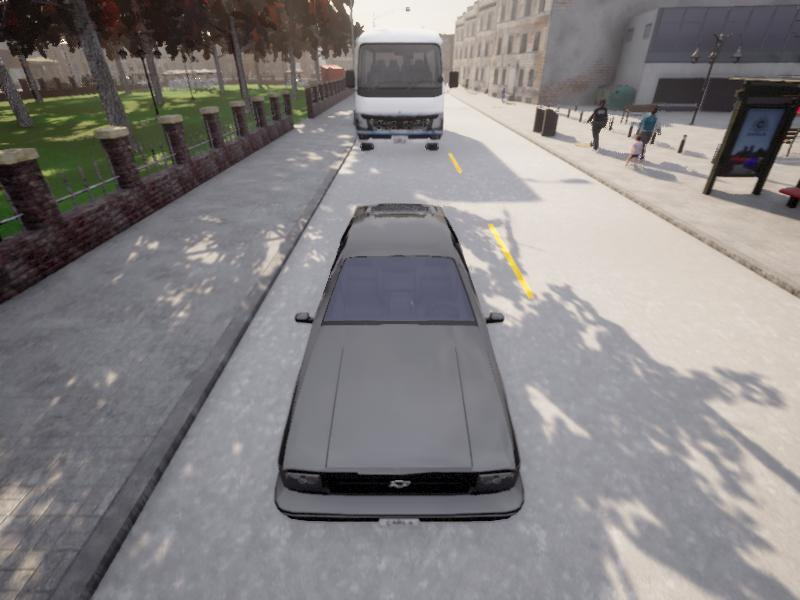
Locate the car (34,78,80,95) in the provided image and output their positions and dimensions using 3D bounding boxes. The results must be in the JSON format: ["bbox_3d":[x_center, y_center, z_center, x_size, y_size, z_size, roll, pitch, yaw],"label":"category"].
[{"bbox_3d":[-45.313,-28.390,53.053,1.932,1.855,4.605,0,30,0],"label":"car"}]

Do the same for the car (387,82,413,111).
[{"bbox_3d":[-0.020,-16.261,31.901,1.905,1.878,3.866,0,30,0],"label":"car"}]

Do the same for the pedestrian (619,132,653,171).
[{"bbox_3d":[7.487,-4.721,12.717,0.500,1.100,0.500,0,30,0],"label":"pedestrian"}]

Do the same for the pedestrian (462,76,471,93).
[{"bbox_3d":[8.202,-26.534,49.227,0.751,1.860,0.751,-8,31,-14],"label":"pedestrian"}]

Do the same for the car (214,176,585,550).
[{"bbox_3d":[-0.005,-0.144,4.861,2.033,1.411,5.357,0,30,0],"label":"car"}]

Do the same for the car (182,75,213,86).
[{"bbox_3d":[-38.505,-41.828,76.105,4.553,1.767,2.097,0,30,0],"label":"car"}]

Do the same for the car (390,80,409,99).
[{"bbox_3d":[-0.038,-22.873,43.443,1.930,1.638,5.238,0,30,0],"label":"car"}]

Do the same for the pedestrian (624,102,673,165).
[{"bbox_3d":[8.348,-5.637,13.530,0.751,1.860,0.751,5,31,9],"label":"pedestrian"}]

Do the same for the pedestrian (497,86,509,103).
[{"bbox_3d":[9.289,-18.467,36.002,0.751,1.300,0.751,0,30,0],"label":"pedestrian"}]

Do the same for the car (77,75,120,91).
[{"bbox_3d":[-45.282,-32.742,60.268,2.150,2.045,5.566,0,30,0],"label":"car"}]

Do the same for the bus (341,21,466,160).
[{"bbox_3d":[0.112,-9.612,18.210,3.944,4.253,10.273,0,30,0],"label":"bus"}]

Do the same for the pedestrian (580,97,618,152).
[{"bbox_3d":[7.688,-6.790,15.500,0.751,1.860,0.751,4,31,7],"label":"pedestrian"}]
